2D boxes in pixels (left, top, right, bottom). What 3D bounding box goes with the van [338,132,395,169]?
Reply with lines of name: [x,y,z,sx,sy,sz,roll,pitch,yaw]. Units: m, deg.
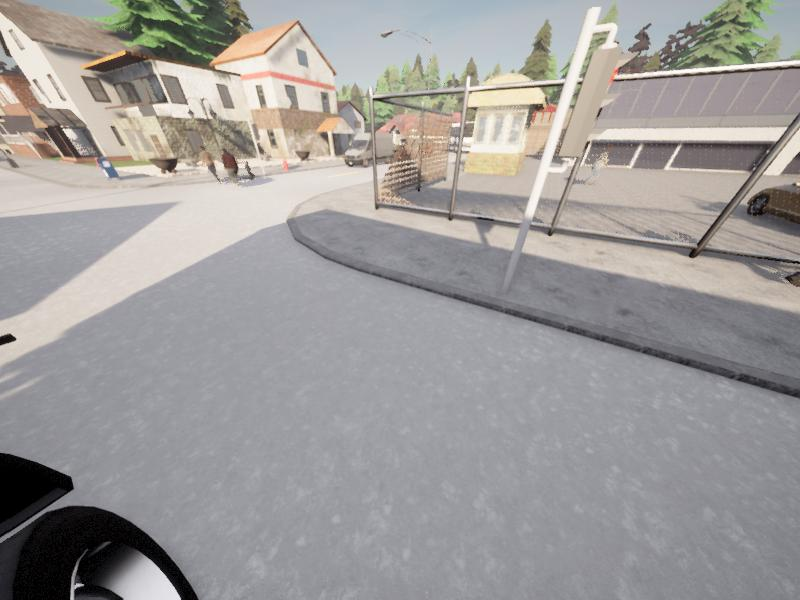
van: [-2.821,-14.071,21.654,1.988,2.561,5.915,18,39,24]

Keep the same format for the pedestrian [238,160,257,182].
pedestrian: [-9.012,-7.653,13.718,0.500,1.100,0.500,-7,36,-10]

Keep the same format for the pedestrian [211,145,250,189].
pedestrian: [-8.656,-6.825,11.885,0.751,1.860,0.751,17,38,22]

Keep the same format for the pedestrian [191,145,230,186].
pedestrian: [-10.290,-7.339,12.604,0.751,1.860,0.751,18,39,23]

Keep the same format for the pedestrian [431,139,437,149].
pedestrian: [7.238,-33.346,49.428,0.751,1.860,0.751,20,40,26]

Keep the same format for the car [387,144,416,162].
car: [0.256,-16.997,26.680,1.789,1.549,3.705,18,39,23]

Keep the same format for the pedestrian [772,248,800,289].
pedestrian: [7.361,-0.969,3.497,0.751,1.860,0.751,13,37,17]

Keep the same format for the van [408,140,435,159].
van: [2.873,-19.951,30.510,1.775,1.987,4.442,17,38,22]

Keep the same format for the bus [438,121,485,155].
bus: [10.327,-28.436,40.626,3.944,4.253,10.273,-6,36,-8]

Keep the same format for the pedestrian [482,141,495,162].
pedestrian: [9.210,-15.431,24.010,0.751,1.860,0.751,19,39,24]
